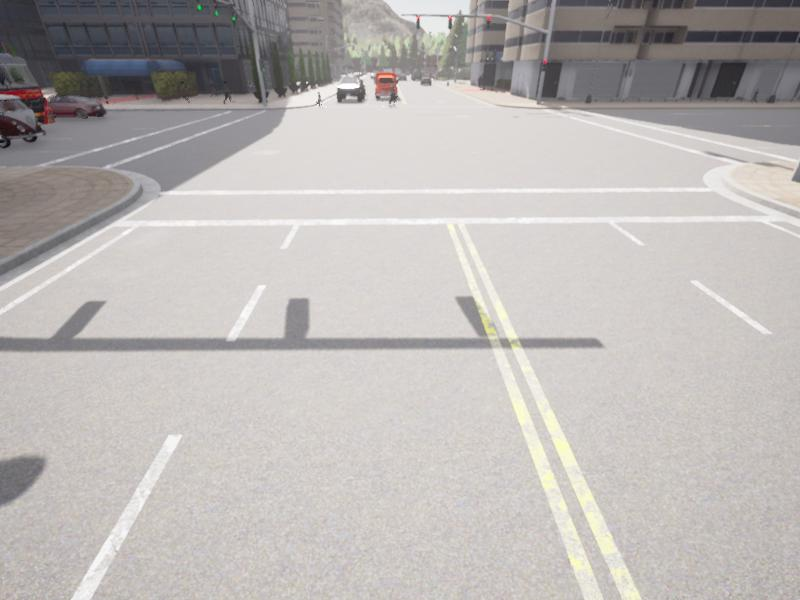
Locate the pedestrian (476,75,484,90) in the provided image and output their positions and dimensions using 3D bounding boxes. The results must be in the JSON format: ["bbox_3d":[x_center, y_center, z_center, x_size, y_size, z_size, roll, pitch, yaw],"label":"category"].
[{"bbox_3d":[11.083,-30.254,55.575,0.751,1.860,0.751,-2,30,-3],"label":"pedestrian"}]

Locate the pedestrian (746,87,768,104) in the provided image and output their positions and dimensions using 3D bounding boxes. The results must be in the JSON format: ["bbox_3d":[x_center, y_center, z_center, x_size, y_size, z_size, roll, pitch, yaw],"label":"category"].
[{"bbox_3d":[31.289,-17.953,35.106,0.751,1.300,0.751,-1,30,-1],"label":"pedestrian"}]

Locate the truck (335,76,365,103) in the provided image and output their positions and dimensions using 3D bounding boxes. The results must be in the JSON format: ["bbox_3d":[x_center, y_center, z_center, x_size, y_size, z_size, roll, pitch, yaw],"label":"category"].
[{"bbox_3d":[-4.932,-21.286,40.336,2.390,2.098,6.274,-1,30,-1],"label":"truck"}]

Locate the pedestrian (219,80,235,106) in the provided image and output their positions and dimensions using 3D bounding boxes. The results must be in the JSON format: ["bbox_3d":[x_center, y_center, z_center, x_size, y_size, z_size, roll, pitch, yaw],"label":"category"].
[{"bbox_3d":[-14.416,-17.277,33.358,0.751,1.860,0.751,-8,31,-14],"label":"pedestrian"}]

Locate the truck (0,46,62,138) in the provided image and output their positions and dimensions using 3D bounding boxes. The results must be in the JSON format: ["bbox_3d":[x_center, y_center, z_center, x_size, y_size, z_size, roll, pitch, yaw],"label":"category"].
[{"bbox_3d":[-22.752,-10.198,19.645,8.468,3.827,2.891,-1,30,-2],"label":"truck"}]

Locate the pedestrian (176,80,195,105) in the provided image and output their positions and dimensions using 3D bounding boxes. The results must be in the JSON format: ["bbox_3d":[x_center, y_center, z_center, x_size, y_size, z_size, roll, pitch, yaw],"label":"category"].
[{"bbox_3d":[-18.180,-17.592,33.893,0.751,1.860,0.751,0,30,-1],"label":"pedestrian"}]

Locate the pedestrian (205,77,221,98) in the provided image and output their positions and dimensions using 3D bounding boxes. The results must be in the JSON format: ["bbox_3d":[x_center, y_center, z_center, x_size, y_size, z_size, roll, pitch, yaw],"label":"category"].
[{"bbox_3d":[-19.277,-21.893,41.235,0.751,1.860,0.751,14,33,23],"label":"pedestrian"}]

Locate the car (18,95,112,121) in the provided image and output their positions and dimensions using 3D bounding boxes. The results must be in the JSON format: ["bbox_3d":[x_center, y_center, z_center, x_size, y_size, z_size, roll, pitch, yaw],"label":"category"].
[{"bbox_3d":[-21.906,-12.690,26.342,4.181,1.385,1.994,-1,30,-2],"label":"car"}]

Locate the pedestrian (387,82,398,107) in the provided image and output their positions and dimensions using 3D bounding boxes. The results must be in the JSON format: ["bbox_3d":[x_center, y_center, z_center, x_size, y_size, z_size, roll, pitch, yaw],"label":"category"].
[{"bbox_3d":[-0.638,-17.492,34.037,0.751,1.860,0.751,5,31,9],"label":"pedestrian"}]

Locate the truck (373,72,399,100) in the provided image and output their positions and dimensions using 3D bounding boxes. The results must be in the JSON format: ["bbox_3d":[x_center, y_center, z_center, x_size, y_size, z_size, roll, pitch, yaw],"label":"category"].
[{"bbox_3d":[-1.489,-22.971,42.853,2.627,2.467,5.204,-1,30,-1],"label":"truck"}]

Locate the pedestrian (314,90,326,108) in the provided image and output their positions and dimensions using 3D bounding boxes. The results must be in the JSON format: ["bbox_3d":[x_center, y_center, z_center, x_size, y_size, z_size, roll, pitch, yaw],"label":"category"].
[{"bbox_3d":[-6.699,-16.934,33.632,0.751,1.300,0.751,-1,30,-2],"label":"pedestrian"}]

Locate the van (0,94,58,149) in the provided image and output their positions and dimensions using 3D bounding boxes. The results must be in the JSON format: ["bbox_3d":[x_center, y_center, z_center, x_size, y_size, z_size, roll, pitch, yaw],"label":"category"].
[{"bbox_3d":[-18.054,-7.720,17.231,4.442,1.987,1.775,-1,30,-2],"label":"van"}]

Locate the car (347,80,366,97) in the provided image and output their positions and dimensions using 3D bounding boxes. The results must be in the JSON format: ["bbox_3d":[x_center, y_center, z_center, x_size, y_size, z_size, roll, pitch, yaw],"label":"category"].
[{"bbox_3d":[-5.065,-25.015,47.229,1.801,1.575,5.366,0,30,-1],"label":"car"}]
